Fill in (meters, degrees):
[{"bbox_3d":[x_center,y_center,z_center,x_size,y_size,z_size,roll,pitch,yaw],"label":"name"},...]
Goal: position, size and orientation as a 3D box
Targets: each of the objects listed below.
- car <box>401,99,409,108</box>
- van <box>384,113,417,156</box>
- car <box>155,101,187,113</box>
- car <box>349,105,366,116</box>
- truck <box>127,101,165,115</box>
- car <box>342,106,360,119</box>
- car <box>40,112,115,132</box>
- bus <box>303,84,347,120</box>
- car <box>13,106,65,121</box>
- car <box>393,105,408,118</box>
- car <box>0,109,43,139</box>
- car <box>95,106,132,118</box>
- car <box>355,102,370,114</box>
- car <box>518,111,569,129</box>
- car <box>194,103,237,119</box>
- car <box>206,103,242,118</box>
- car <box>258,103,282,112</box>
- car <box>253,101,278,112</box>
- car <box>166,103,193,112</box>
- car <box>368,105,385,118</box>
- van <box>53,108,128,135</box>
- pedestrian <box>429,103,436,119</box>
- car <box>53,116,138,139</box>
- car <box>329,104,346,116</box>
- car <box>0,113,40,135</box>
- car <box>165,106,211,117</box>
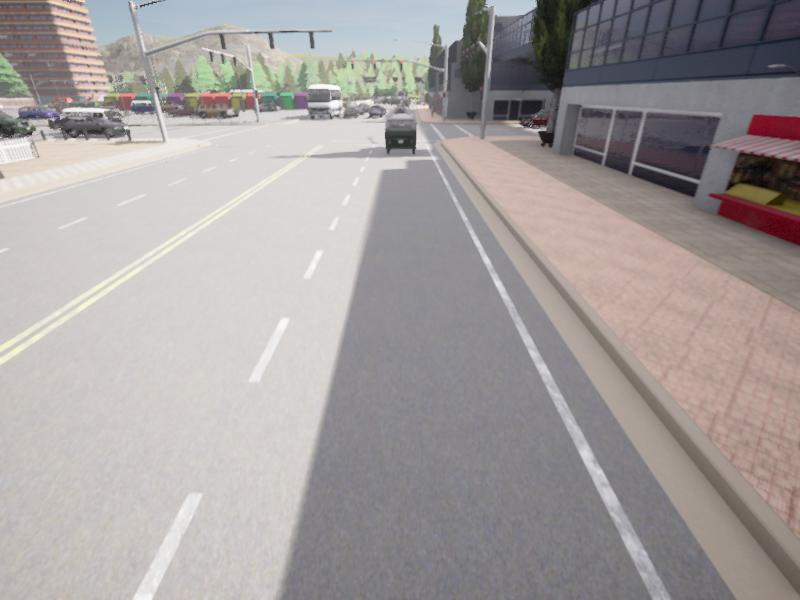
[{"bbox_3d":[1.287,-48.664,99.181,1.932,1.855,4.605,1,27,1],"label":"car"},{"bbox_3d":[0.090,-9.800,23.504,1.775,1.987,4.442,0,27,1],"label":"van"},{"bbox_3d":[-42.350,-35.741,74.063,4.605,1.855,1.932,0,27,0],"label":"car"},{"bbox_3d":[-6.789,-30.610,64.616,2.128,1.511,4.902,1,27,1],"label":"car"},{"bbox_3d":[-42.309,-32.067,66.712,4.478,2.038,2.069,0,27,0],"label":"truck"},{"bbox_3d":[-7.003,-26.946,57.436,1.837,1.490,4.892,0,27,1],"label":"car"},{"bbox_3d":[-30.944,-17.194,38.508,5.238,1.638,1.930,0,27,0],"label":"car"},{"bbox_3d":[-10.392,-28.118,56.733,3.944,4.253,10.273,0,27,1],"label":"bus"},{"bbox_3d":[-48.738,-25.273,54.133,4.611,1.667,2.242,0,27,0],"label":"car"},{"bbox_3d":[0.085,-28.466,60.306,2.038,1.542,4.974,1,28,1],"label":"car"},{"bbox_3d":[-32.816,-14.171,32.202,5.566,2.045,2.150,0,27,0],"label":"car"},{"bbox_3d":[-42.291,-27.798,59.147,3.806,1.475,1.970,0,27,0],"label":"car"},{"bbox_3d":[-6.575,-34.331,71.473,2.097,1.767,4.553,1,27,1],"label":"car"},{"bbox_3d":[13.934,-17.604,39.126,4.193,1.474,1.816,0,27,0],"label":"car"},{"bbox_3d":[-24.890,-25.494,53.998,4.605,1.855,1.932,0,27,0],"label":"car"},{"bbox_3d":[-24.830,-26.815,56.573,3.866,1.878,1.905,0,27,0],"label":"car"},{"bbox_3d":[-24.813,-36.902,76.708,3.806,1.475,1.970,0,27,0],"label":"car"},{"bbox_3d":[-24.830,-35.790,74.024,3.866,1.878,1.905,0,27,0],"label":"car"},{"bbox_3d":[-42.280,-36.879,76.735,3.905,1.438,1.784,0,27,0],"label":"car"},{"bbox_3d":[-3.437,-27.923,59.162,2.033,1.649,4.856,0,27,1],"label":"car"},{"bbox_3d":[-27.169,-15.791,35.315,4.480,2.038,2.069,0,27,0],"label":"van"},{"bbox_3d":[4.186,-24.349,51.514,0.751,1.860,0.751,6,28,12],"label":"pedestrian"},{"bbox_3d":[-24.478,-13.966,32.323,4.902,1.511,2.128,0,27,0],"label":"car"},{"bbox_3d":[-10.240,-31.475,66.224,1.882,1.535,5.008,1,27,1],"label":"car"},{"bbox_3d":[-35.439,-15.593,35.402,4.611,1.667,2.242,0,27,0],"label":"car"},{"bbox_3d":[-31.265,-27.835,59.116,5.357,1.415,2.033,0,27,0],"label":"car"}]
